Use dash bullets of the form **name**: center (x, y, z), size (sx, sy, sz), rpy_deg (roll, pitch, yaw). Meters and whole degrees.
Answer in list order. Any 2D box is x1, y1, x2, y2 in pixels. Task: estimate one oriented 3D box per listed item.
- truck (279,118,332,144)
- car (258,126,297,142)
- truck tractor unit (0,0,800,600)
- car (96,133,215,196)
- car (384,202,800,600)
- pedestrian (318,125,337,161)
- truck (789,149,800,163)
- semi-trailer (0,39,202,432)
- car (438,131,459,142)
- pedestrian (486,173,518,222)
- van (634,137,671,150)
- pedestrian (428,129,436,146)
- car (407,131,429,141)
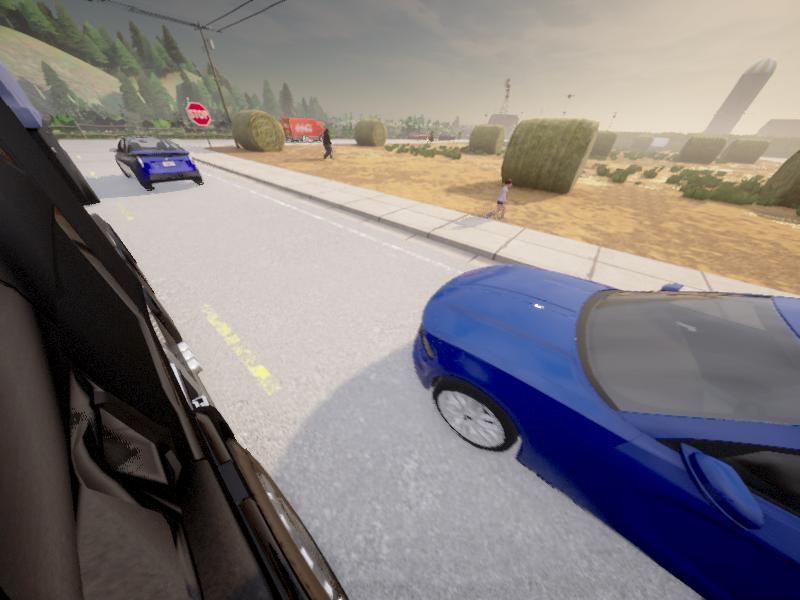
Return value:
- **truck**: center (-11.745, -21.379, 29.237), size (2.627, 2.467, 5.204), rpy_deg (30, 45, 32)
- **car**: center (-15.826, -21.580, 30.048), size (1.970, 1.475, 3.806), rpy_deg (30, 45, 31)
- **truck tractor unit**: center (-2.645, -0.295, 0.351), size (6.516, 4.208, 3.053), rpy_deg (28, 44, 30)
- **car**: center (-9.585, -5.473, 9.036), size (4.514, 1.525, 2.007), rpy_deg (28, 44, 29)
- **car**: center (2.393, 0.869, 1.383), size (5.008, 1.535, 1.882), rpy_deg (28, 43, 30)
- **pedestrian**: center (-4.682, -10.155, 15.007), size (0.751, 1.860, 0.751), rpy_deg (-15, 40, -22)
- **truck**: center (66.975, -23.305, 37.066), size (2.627, 2.467, 5.204), rpy_deg (27, 43, 29)
- **semi-trailer**: center (-8.723, -3.598, 4.189), size (14.254, 4.402, 2.717), rpy_deg (28, 44, 29)
- **car**: center (10.362, -34.942, 49.324), size (2.097, 1.767, 4.553), rpy_deg (30, 45, 31)
- **pedestrian**: center (2.783, -2.818, 6.383), size (0.500, 1.100, 0.500), rpy_deg (11, 38, 11)
- **van**: center (66.546, -41.378, 61.054), size (5.915, 2.561, 1.988), rpy_deg (28, 43, 29)
- **pedestrian**: center (4.486, -22.973, 32.648), size (0.751, 1.860, 0.751), rpy_deg (18, 39, 19)
- **car**: center (3.703, -33.807, 47.591), size (2.007, 1.525, 4.514), rpy_deg (30, 45, 31)
